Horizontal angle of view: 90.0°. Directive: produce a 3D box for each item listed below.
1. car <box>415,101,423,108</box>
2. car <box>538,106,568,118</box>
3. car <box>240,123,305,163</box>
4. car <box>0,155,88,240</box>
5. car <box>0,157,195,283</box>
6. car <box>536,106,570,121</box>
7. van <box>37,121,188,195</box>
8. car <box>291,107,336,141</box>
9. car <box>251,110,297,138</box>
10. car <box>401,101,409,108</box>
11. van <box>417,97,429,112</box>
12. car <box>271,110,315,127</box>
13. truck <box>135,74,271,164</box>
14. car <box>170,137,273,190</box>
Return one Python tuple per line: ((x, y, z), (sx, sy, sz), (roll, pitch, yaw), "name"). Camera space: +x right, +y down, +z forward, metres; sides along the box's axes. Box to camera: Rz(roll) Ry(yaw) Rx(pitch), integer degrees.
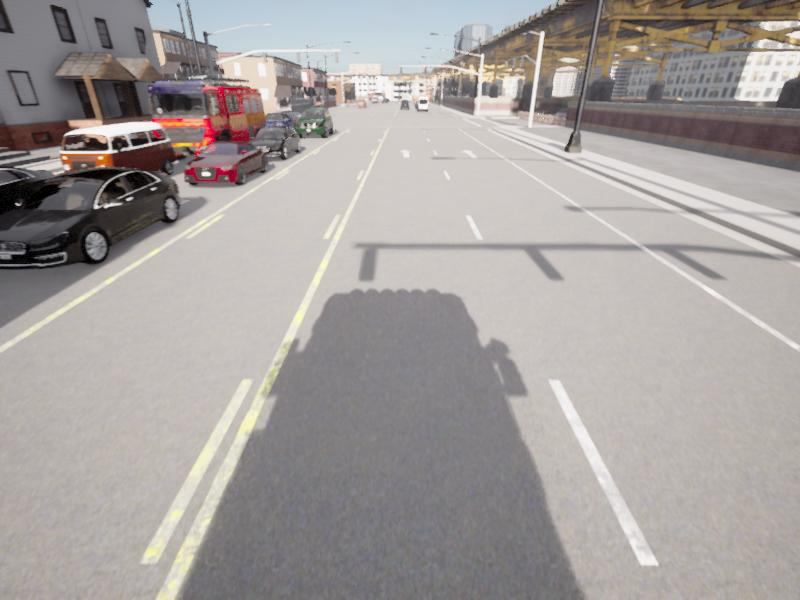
((4.721, -49.146, 100.426), (1.882, 1.535, 5.008), (0, 27, 1), "car")
((20.120, -24.699, 52.546), (1.853, 1.218, 4.536), (24, 36, 38), "car")
((-6.720, -8.584, 21.656), (1.837, 1.490, 4.892), (0, 27, 1), "car")
((-10.362, -2.270, 9.365), (2.128, 1.511, 4.902), (0, 27, 0), "car")
((-6.871, -2.094, 9.046), (1.837, 1.490, 4.892), (0, 27, 1), "car")
((20.084, -24.542, 52.585), (2.038, 1.542, 4.974), (24, 36, 38), "car")
((-10.297, -5.448, 14.963), (2.069, 2.038, 4.480), (0, 27, 1), "van")
((-6.606, -13.875, 31.327), (2.150, 2.045, 5.566), (0, 27, 0), "car")
((-10.091, -14.324, 32.473), (2.097, 1.767, 4.553), (0, 27, 1), "car")
((1.246, -50.228, 102.589), (2.163, 1.488, 4.792), (0, 27, 1), "car")
((4.465, -38.427, 78.492), (1.988, 2.561, 5.915), (0, 27, 1), "van")
((-11.660, -19.664, 43.314), (2.033, 1.411, 5.357), (-24, 35, -38), "car")
((-10.210, -10.233, 22.311), (2.891, 3.827, 8.468), (0, 27, 1), "truck")
((-6.770, -5.505, 15.811), (1.994, 1.385, 4.181), (1, 27, 2), "car")
